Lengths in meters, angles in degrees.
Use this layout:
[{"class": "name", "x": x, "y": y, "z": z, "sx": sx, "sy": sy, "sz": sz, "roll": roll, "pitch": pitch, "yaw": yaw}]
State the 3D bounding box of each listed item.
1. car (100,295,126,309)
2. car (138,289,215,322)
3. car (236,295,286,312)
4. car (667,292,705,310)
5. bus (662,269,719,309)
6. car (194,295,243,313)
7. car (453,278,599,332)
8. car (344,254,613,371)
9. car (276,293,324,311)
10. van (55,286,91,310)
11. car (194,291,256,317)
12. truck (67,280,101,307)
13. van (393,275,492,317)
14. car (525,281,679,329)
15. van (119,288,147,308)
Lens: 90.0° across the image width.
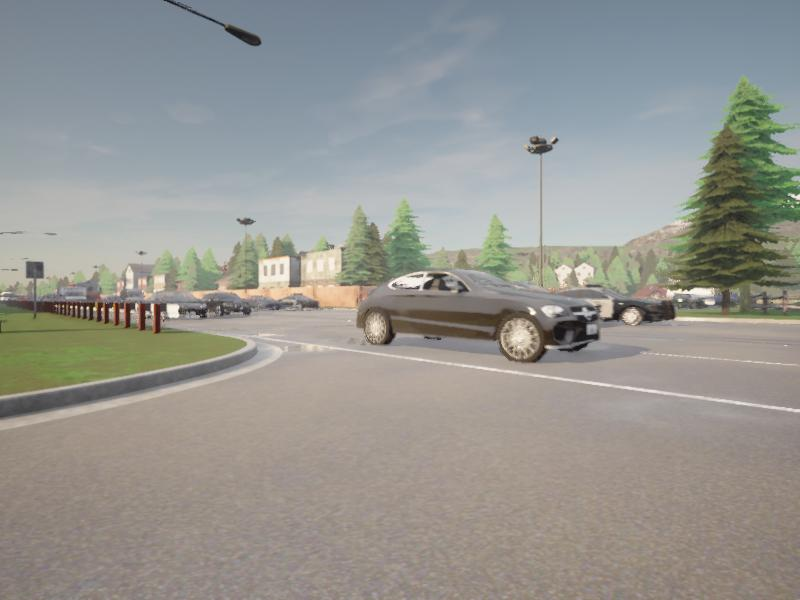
[{"class": "car", "x": -33.299, "y": 0.240, "z": 46.364, "sx": 3.633, "sy": 1.501, "sz": 1.845, "roll": 0, "pitch": 0, "yaw": 44}, {"class": "car", "x": -11.608, "y": 0.255, "z": 20.596, "sx": 4.792, "sy": 1.488, "sz": 2.163, "roll": 0, "pitch": 0, "yaw": 44}, {"class": "car", "x": -12.666, "y": 0.299, "z": 36.201, "sx": 5.357, "sy": 1.411, "sz": 2.033, "roll": 0, "pitch": 0, "yaw": 44}, {"class": "car", "x": 29.066, "y": 0.086, "z": 40.563, "sx": 4.553, "sy": 1.767, "sz": 2.097, "roll": 0, "pitch": 0, "yaw": -40}, {"class": "bus", "x": 34.423, "y": -1.147, "z": 47.932, "sx": 3.944, "sy": 4.253, "sz": 10.273, "roll": 0, "pitch": 0, "yaw": 27}, {"class": "car", "x": -15.542, "y": 0.300, "z": 34.109, "sx": 5.357, "sy": 1.411, "sz": 2.033, "roll": 0, "pitch": 0, "yaw": 44}, {"class": "car", "x": 4.511, "y": 0.156, "z": 14.785, "sx": 4.611, "sy": 1.667, "sz": 2.242, "roll": 0, "pitch": 0, "yaw": 44}, {"class": "car", "x": 1.284, "y": 0.181, "z": 8.173, "sx": 5.027, "sy": 1.651, "sz": 2.152, "roll": 0, "pitch": 0, "yaw": 44}, {"class": "car", "x": -9.588, "y": 0.174, "z": 38.097, "sx": 5.238, "sy": 1.638, "sz": 1.930, "roll": 0, "pitch": 0, "yaw": 44}, {"class": "van", "x": -36.649, "y": -0.209, "z": 44.731, "sx": 6.366, "sy": 2.431, "sz": 2.351, "roll": 0, "pitch": 0, "yaw": 44}, {"class": "car", "x": -10.939, "y": 0.250, "z": 24.815, "sx": 4.892, "sy": 1.490, "sz": 1.837, "roll": 0, "pitch": 0, "yaw": 44}, {"class": "truck", "x": -47.492, "y": -0.907, "z": 60.037, "sx": 8.468, "sy": 3.827, "sz": 2.891, "roll": 0, "pitch": 0, "yaw": 44}, {"class": "van", "x": 2.641, "y": -0.223, "z": 26.306, "sx": 6.366, "sy": 2.431, "sz": 2.351, "roll": 0, "pitch": 0, "yaw": 44}, {"class": "car", "x": 8.013, "y": 0.168, "z": 16.271, "sx": 5.238, "sy": 1.638, "sz": 1.930, "roll": 0, "pitch": 0, "yaw": 44}, {"class": "van", "x": -35.993, "y": -0.265, "z": 53.818, "sx": 5.915, "sy": 2.561, "sz": 1.988, "roll": 0, "pitch": 0, "yaw": 44}]
